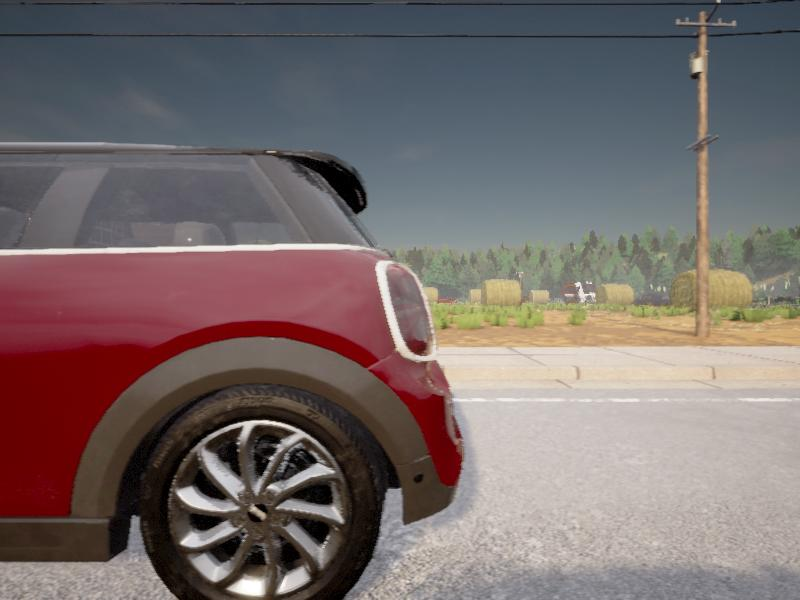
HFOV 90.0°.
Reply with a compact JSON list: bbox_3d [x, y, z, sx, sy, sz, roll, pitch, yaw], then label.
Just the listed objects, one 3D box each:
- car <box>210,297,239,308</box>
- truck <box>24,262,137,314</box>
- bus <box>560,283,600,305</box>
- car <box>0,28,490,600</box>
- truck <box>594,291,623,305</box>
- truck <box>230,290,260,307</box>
[{"bbox_3d":[-23.374,0.298,53.472,1.994,1.385,4.181,1,0,-1],"label":"car"},{"bbox_3d":[-26.602,-0.911,34.073,2.891,3.827,8.468,0,0,-1],"label":"truck"},{"bbox_3d":[36.834,-1.227,82.340,3.944,4.253,10.273,0,0,3],"label":"bus"},{"bbox_3d":[-2.020,0.101,2.197,4.553,1.767,2.097,0,0,0],"label":"car"},{"bbox_3d":[36.307,-0.332,69.764,2.627,2.467,5.204,0,0,3],"label":"truck"},{"bbox_3d":[-23.496,-0.235,60.840,2.627,2.467,5.204,0,0,-1],"label":"truck"}]
